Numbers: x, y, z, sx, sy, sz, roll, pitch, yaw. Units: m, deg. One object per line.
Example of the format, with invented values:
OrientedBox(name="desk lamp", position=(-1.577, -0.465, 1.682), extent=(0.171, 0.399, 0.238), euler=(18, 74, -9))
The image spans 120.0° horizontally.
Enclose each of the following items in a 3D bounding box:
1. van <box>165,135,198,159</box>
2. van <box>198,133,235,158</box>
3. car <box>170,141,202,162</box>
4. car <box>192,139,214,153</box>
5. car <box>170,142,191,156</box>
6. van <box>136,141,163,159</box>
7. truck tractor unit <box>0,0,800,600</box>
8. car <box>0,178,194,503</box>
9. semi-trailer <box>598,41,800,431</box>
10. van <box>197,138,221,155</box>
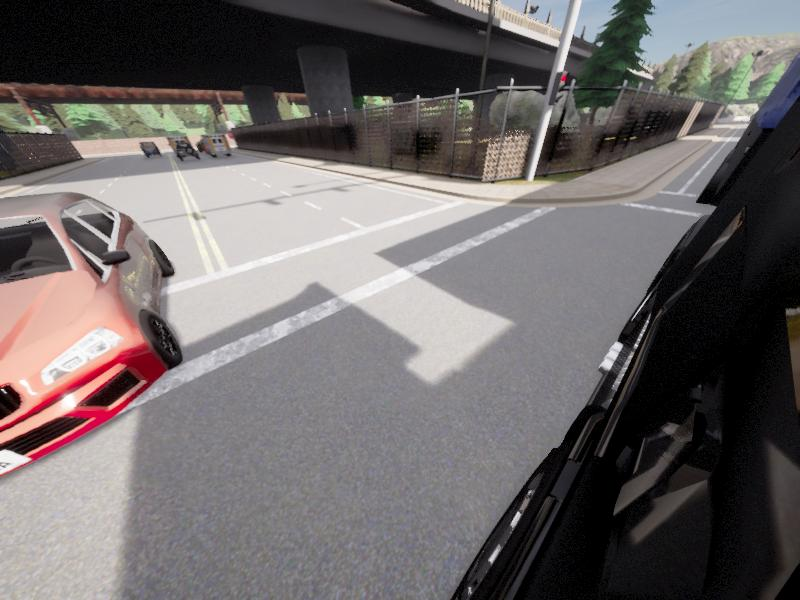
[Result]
OrientedBox(name="van", position=(-30.871, -21.621, 32.546), extent=(2.351, 2.431, 6.366), euler=(-28, 44, -30))
OrientedBox(name="van", position=(-24.333, -20.425, 30.535), extent=(2.351, 2.431, 6.366), euler=(-28, 44, -30))
OrientedBox(name="car", position=(-25.663, -17.865, 27.652), extent=(1.932, 1.855, 4.605), euler=(-28, 44, -30))
OrientedBox(name="car", position=(-35.326, -27.653, 41.429), extent=(2.097, 1.767, 4.553), euler=(-28, 44, -30))
OrientedBox(name="car", position=(-35.710, -24.595, 37.517), extent=(1.851, 1.617, 3.988), euler=(-28, 44, -30))
OrientedBox(name="van", position=(-35.768, -21.542, 33.116), extent=(1.775, 1.987, 4.442), euler=(-28, 44, -30))
OrientedBox(name="truck tractor unit", position=(2.645, -0.295, 0.351), extent=(6.516, 4.208, 3.053), euler=(-28, 44, -30))
OrientedBox(name="car", position=(-4.509, -0.151, 2.773), extent=(2.242, 1.667, 4.611), euler=(-28, 43, -30))
OrientedBox(name="semi-trailer", position=(8.687, -3.621, 4.226), extent=(14.254, 4.402, 2.717), euler=(-28, 44, -30))
OrientedBox(name="van", position=(-29.365, -23.673, 35.567), extent=(1.775, 1.987, 4.442), euler=(-28, 44, -30))
